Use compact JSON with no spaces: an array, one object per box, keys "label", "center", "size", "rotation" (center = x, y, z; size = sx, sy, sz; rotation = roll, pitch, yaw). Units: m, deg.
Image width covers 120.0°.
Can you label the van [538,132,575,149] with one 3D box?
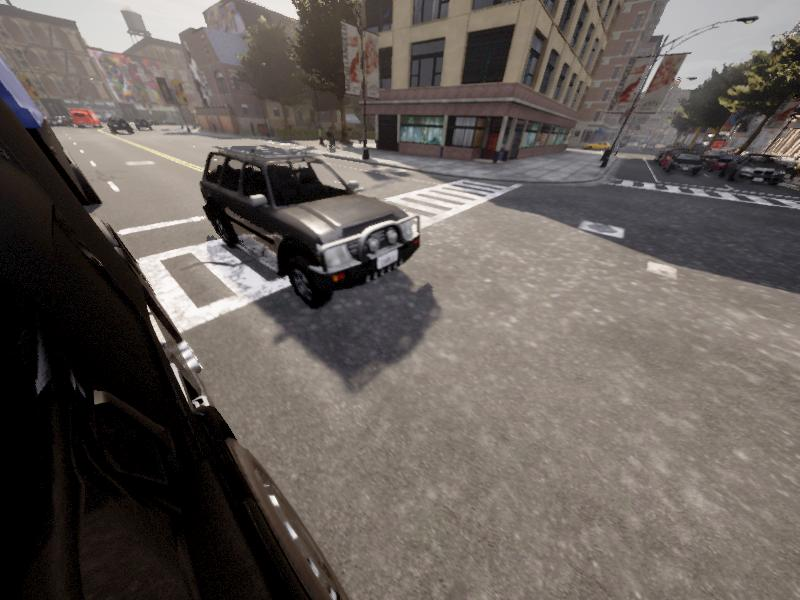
[{"label":"van","center":[33.568,-34.323,49.642],"size":[5.915,2.561,1.988],"rotation":[26,43,28]}]

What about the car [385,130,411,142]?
[{"label":"car","center":[-0.299,-30.464,43.005],"size":[1.930,1.638,5.238],"rotation":[28,44,30]}]

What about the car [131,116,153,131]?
[{"label":"car","center":[-45.637,-31.324,40.976],"size":[1.932,1.855,4.605],"rotation":[-25,45,-31]}]

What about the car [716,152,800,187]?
[{"label":"car","center":[25.682,-9.548,16.720],"size":[2.242,1.667,4.611],"rotation":[28,44,30]}]

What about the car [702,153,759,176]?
[{"label":"car","center":[30.304,-12.616,21.379],"size":[1.994,1.385,4.181],"rotation":[28,43,29]}]

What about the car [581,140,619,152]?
[{"label":"car","center":[40.006,-31.017,46.445],"size":[5.366,1.575,1.801],"rotation":[15,38,15]}]

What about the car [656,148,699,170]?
[{"label":"car","center":[28.438,-14.668,23.868],"size":[2.007,1.525,4.514],"rotation":[28,44,30]}]

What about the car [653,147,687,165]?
[{"label":"car","center":[32.598,-17.546,28.017],"size":[1.837,1.490,4.892],"rotation":[28,43,29]}]

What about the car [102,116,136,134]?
[{"label":"car","center":[-38.735,-24.122,31.800],"size":[4.605,1.855,1.932],"rotation":[29,44,30]}]

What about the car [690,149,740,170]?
[{"label":"car","center":[34.570,-15.606,25.538],"size":[2.128,1.511,4.902],"rotation":[28,44,30]}]

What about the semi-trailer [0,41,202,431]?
[{"label":"semi-trailer","center":[-8.707,-3.602,4.214],"size":[14.254,4.402,2.717],"rotation":[28,44,30]}]

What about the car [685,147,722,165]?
[{"label":"car","center":[38.816,-18.567,29.697],"size":[1.851,1.617,3.988],"rotation":[28,43,30]}]

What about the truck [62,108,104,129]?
[{"label":"truck","center":[-52.673,-30.259,38.593],"size":[2.627,2.467,5.204],"rotation":[-23,44,-30]}]

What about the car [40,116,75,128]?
[{"label":"car","center":[-56.253,-29.316,38.000],"size":[1.970,1.475,3.806],"rotation":[-21,43,-28]}]

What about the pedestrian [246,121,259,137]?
[{"label":"pedestrian","center":[-21.764,-25.238,34.128],"size":[0.751,1.860,0.751],"rotation":[12,38,12]}]

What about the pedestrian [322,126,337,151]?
[{"label":"pedestrian","center":[-6.549,-15.082,21.547],"size":[0.751,1.860,0.751],"rotation":[-29,47,-35]}]

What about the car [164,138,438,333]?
[{"label":"car","center":[-1.915,-1.676,4.205],"size":[4.605,1.855,1.932],"rotation":[28,44,30]}]

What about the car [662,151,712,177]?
[{"label":"car","center":[24.219,-11.690,19.678],"size":[1.812,1.442,4.674],"rotation":[28,44,30]}]

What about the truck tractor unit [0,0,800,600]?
[{"label":"truck tractor unit","center":[-2.645,-0.295,0.351],"size":[6.516,4.208,3.053],"rotation":[28,44,30]}]
